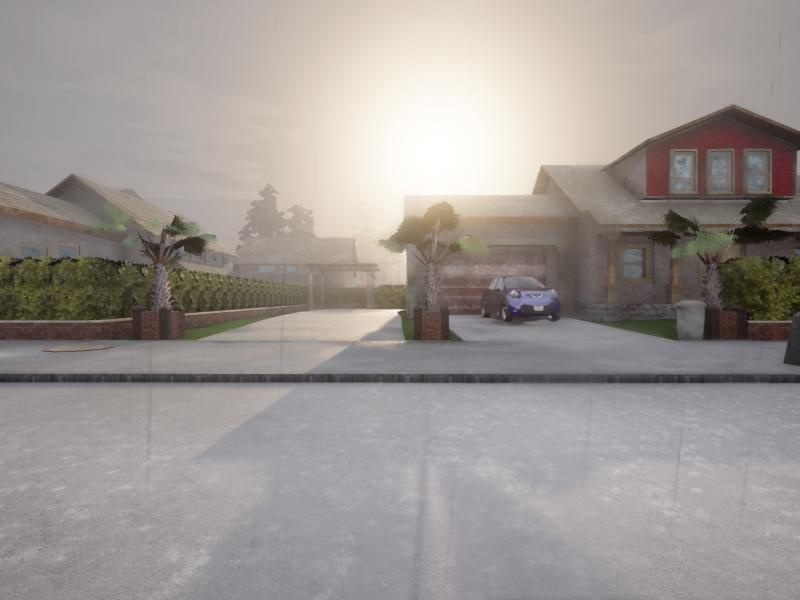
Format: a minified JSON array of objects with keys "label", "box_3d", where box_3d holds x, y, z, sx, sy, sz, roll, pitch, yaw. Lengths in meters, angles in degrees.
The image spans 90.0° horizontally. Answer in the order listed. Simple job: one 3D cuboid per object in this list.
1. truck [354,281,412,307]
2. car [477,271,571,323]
[{"label":"truck","box_3d":[-2.477,-0.921,60.272,8.468,3.827,2.891,0,0,0]},{"label":"car","box_3d":[3.891,-0.082,13.247,1.845,1.501,3.633,0,0,-3]}]
